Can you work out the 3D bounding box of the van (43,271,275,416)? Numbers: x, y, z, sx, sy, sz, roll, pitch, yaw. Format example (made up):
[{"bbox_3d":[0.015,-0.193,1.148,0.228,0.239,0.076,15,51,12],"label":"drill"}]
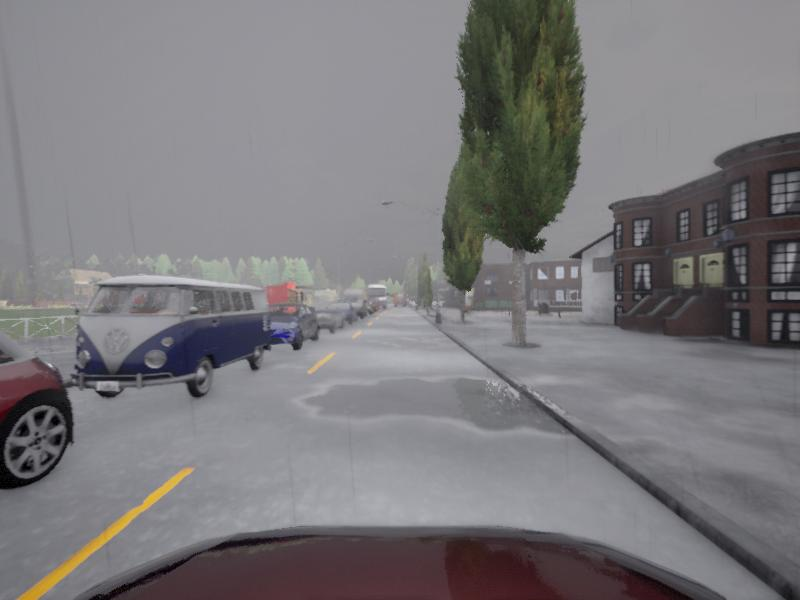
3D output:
[{"bbox_3d":[-3.997,0.596,7.691,1.775,1.987,4.442,0,0,0],"label":"van"}]

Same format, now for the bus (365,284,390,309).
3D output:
[{"bbox_3d":[-3.873,-0.564,72.212,3.944,4.253,10.273,0,0,0],"label":"bus"}]

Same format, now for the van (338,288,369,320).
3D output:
[{"bbox_3d":[-4.001,0.310,35.404,1.988,2.561,5.915,0,0,0],"label":"van"}]

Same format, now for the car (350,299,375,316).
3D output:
[{"bbox_3d":[-3.995,0.737,43.001,2.242,1.667,4.611,0,1,0],"label":"car"}]

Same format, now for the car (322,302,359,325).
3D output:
[{"bbox_3d":[-3.997,0.860,27.521,1.812,1.442,4.674,0,0,0],"label":"car"}]

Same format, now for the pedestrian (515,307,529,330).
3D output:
[{"bbox_3d":[5.979,0.906,19.616,0.500,1.100,0.500,0,0,0],"label":"pedestrian"}]

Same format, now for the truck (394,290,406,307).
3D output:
[{"bbox_3d":[0.013,-0.359,97.511,2.891,3.827,8.468,0,0,0],"label":"truck"}]

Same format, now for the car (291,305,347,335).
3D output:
[{"bbox_3d":[-3.997,0.936,20.552,1.895,1.301,4.718,0,0,0],"label":"car"}]

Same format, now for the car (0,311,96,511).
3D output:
[{"bbox_3d":[-4.001,0.853,2.076,1.970,1.475,3.806,0,0,0],"label":"car"}]

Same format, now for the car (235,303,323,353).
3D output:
[{"bbox_3d":[-3.996,0.849,14.006,1.816,1.474,4.193,0,0,0],"label":"car"}]
